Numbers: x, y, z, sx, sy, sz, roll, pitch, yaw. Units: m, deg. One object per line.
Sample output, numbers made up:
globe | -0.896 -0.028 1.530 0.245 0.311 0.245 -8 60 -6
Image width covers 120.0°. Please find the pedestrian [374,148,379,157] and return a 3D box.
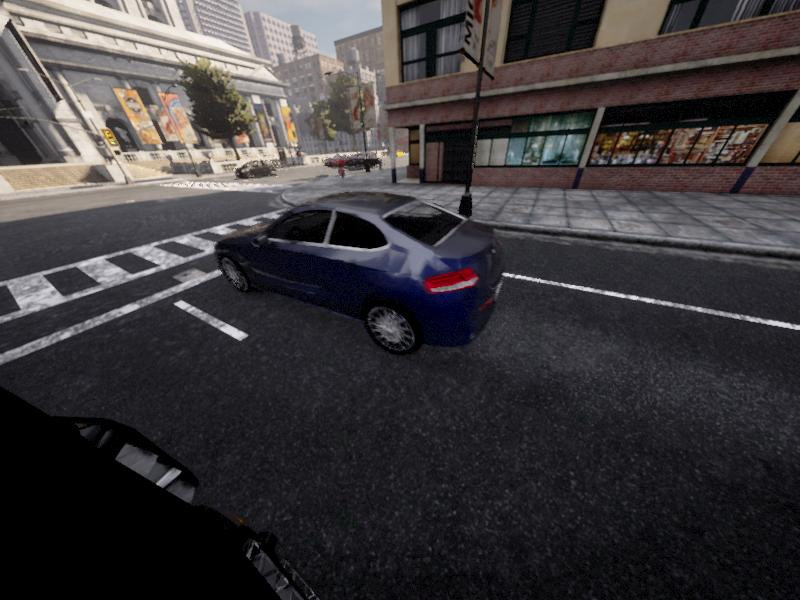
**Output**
pedestrian | -5.835 -36.619 57.437 0.751 1.860 0.751 15 38 25

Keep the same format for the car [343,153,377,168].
car | -5.559 -20.098 33.199 2.038 1.542 4.974 16 38 26

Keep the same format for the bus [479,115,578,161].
bus | 16.601 -21.313 30.828 10.273 4.253 3.944 15 38 25

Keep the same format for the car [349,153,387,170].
car | -3.930 -17.756 29.574 2.128 1.511 4.902 16 38 27

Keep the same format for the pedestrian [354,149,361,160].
pedestrian | -9.248 -31.673 50.273 0.751 1.860 0.751 20 40 31

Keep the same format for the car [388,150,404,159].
car | -0.831 -31.684 50.237 1.882 1.535 5.008 9 35 18

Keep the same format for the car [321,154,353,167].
car | -10.288 -23.172 38.214 2.128 1.511 4.902 15 38 25

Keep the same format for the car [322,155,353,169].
car | -9.101 -20.386 34.062 1.994 1.385 4.181 15 38 25

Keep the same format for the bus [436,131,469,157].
bus | 11.980 -35.255 52.145 3.944 4.253 10.273 16 38 26

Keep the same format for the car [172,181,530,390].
car | -0.942 -0.875 3.869 5.027 1.651 2.152 16 38 26

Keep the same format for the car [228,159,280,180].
car | -15.498 -13.993 24.744 1.851 1.617 3.988 16 38 26

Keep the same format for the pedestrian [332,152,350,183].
pedestrian | -4.186 -9.382 16.375 0.751 1.860 0.751 -20 37 -24

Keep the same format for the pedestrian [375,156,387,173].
pedestrian | -1.817 -12.949 22.055 0.751 1.300 0.751 11 36 20
